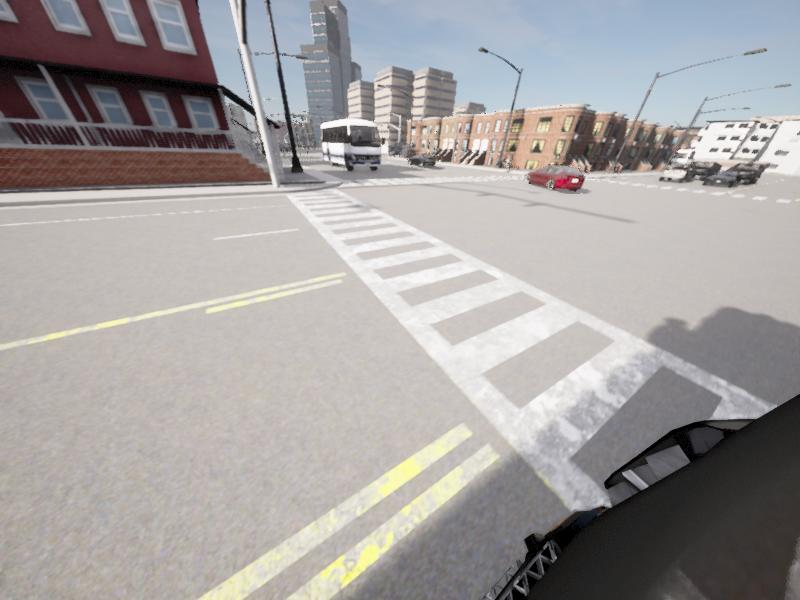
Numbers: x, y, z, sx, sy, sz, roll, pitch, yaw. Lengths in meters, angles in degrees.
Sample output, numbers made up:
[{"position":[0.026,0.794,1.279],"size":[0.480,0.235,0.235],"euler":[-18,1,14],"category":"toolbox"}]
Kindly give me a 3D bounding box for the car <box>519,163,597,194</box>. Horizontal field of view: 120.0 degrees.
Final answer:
[{"position":[11.237,-9.062,17.032],"size":[2.163,1.488,4.792],"euler":[-1,34,-5],"category":"car"}]

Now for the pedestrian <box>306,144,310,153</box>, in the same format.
[{"position":[-24.407,-40.207,61.353],"size":[0.751,1.860,0.751],"euler":[-15,37,-24],"category":"pedestrian"}]

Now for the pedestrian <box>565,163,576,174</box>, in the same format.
[{"position":[20.923,-16.116,28.356],"size":[0.500,1.100,0.500],"euler":[1,34,-3],"category":"pedestrian"}]

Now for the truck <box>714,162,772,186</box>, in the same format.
[{"position":[39.761,-14.649,26.781],"size":[6.274,2.098,2.390],"euler":[-17,38,-26],"category":"truck"}]

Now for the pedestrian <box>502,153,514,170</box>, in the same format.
[{"position":[14.286,-18.294,30.513],"size":[0.751,1.860,0.751],"euler":[-20,40,-30],"category":"pedestrian"}]

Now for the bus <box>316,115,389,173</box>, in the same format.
[{"position":[-5.450,-16.841,25.177],"size":[3.944,4.253,10.273],"euler":[-17,38,-26],"category":"bus"}]

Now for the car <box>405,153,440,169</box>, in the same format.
[{"position":[2.881,-18.834,31.219],"size":[2.128,1.511,4.902],"euler":[-16,38,-26],"category":"car"}]

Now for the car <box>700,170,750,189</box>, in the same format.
[{"position":[33.137,-12.368,23.563],"size":[4.181,1.385,1.994],"euler":[-17,38,-26],"category":"car"}]

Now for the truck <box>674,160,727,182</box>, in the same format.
[{"position":[38.395,-16.490,29.471],"size":[6.274,2.098,2.390],"euler":[-17,38,-26],"category":"truck"}]

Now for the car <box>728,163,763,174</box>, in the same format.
[{"position":[82.421,-31.482,55.211],"size":[1.905,1.878,3.866],"euler":[2,33,-1],"category":"car"}]

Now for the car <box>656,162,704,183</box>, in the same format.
[{"position":[31.527,-14.345,25.983],"size":[4.605,1.855,1.932],"euler":[-17,38,-26],"category":"car"}]

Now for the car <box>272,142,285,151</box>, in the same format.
[{"position":[-34.914,-43.919,66.152],"size":[2.150,2.045,5.566],"euler":[-17,38,-26],"category":"car"}]

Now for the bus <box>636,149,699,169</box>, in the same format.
[{"position":[76.022,-40.372,66.054],"size":[3.944,4.253,10.273],"euler":[-12,36,-21],"category":"bus"}]

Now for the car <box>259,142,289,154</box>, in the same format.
[{"position":[-28.388,-34.289,52.124],"size":[5.566,2.045,2.150],"euler":[-12,36,-23],"category":"car"}]
